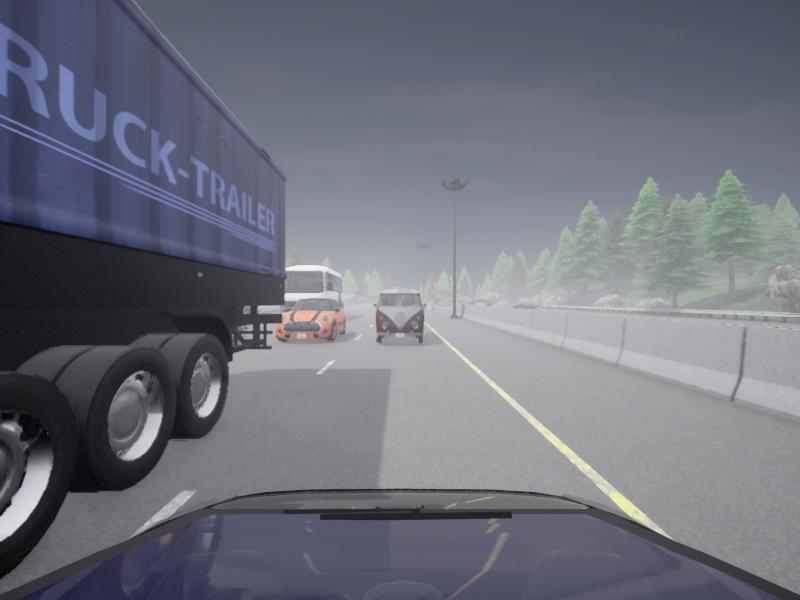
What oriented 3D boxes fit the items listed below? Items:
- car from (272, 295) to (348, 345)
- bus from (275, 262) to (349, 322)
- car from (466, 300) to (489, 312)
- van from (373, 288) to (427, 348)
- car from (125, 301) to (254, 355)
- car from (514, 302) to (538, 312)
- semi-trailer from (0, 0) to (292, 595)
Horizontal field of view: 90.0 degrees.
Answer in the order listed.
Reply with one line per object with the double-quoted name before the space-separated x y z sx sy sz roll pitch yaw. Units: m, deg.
"car" -3.498 0.696 16.469 2.097 1.767 4.553 0 0 0
"bus" -6.902 -0.528 33.482 3.944 4.253 10.273 0 0 0
"car" 10.504 0.786 54.544 2.152 1.651 5.027 0 0 0
"van" 0.002 0.599 15.567 1.775 1.987 4.442 0 0 0
"car" -6.999 0.824 14.065 1.882 1.535 5.008 0 0 0
"car" 17.505 0.950 55.946 1.895 1.301 4.718 0 0 0
"semi-trailer" -3.505 -0.618 0.847 2.717 4.402 14.254 0 0 0
